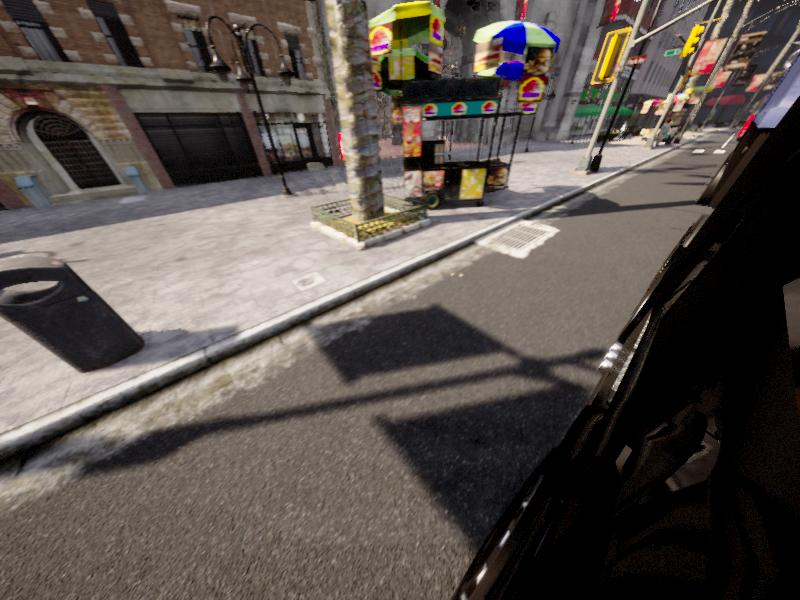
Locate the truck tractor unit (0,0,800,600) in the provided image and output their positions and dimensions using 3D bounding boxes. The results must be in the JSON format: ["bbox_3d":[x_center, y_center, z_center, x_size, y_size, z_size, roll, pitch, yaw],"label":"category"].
[{"bbox_3d":[2.645,-0.295,0.351,6.516,4.208,3.053,-28,44,-30],"label":"truck tractor unit"}]

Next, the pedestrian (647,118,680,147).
[{"bbox_3d":[21.180,-13.445,18.597,0.751,1.860,0.751,-6,37,-5],"label":"pedestrian"}]

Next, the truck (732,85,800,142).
[{"bbox_3d":[35.714,-17.656,21.991,8.468,3.827,2.891,-28,43,-30],"label":"truck"}]

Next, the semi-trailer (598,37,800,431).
[{"bbox_3d":[8.700,-3.588,4.248,14.254,4.402,2.717,-28,43,-30],"label":"semi-trailer"}]

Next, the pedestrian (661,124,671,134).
[{"bbox_3d":[38.375,-24.745,33.373,0.500,1.100,0.500,-31,45,-33],"label":"pedestrian"}]

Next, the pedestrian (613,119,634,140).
[{"bbox_3d":[25.496,-19.428,26.389,0.751,1.860,0.751,-3,37,0],"label":"pedestrian"}]
